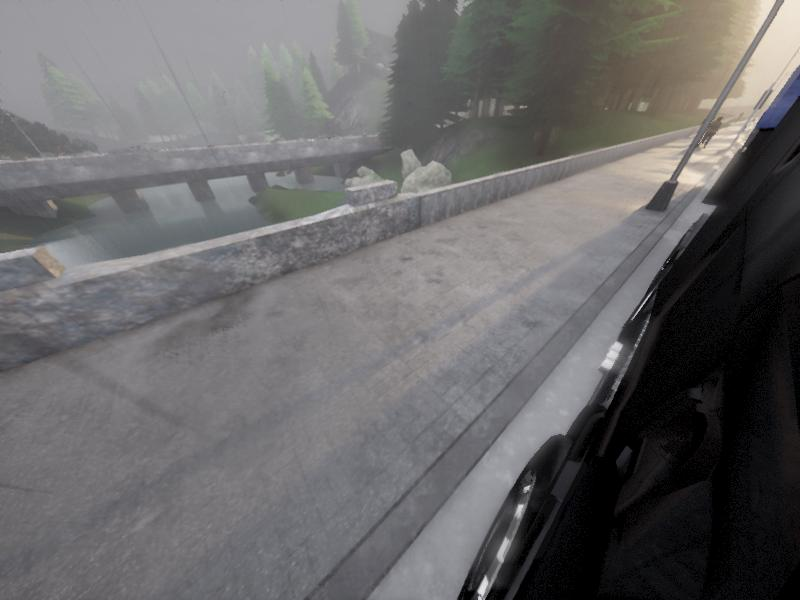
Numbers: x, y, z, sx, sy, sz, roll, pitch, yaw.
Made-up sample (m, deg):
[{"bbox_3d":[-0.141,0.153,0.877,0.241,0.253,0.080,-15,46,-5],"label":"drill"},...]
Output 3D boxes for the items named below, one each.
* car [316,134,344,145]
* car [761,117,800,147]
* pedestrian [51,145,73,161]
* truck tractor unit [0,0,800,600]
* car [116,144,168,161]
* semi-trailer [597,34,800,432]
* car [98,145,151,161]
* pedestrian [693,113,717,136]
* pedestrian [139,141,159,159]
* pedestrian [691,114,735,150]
[{"bbox_3d":[-13.754,-31.672,45.493,4.892,1.490,1.837,-27,43,-29],"label":"car"},{"bbox_3d":[28.360,-12.217,16.721,3.988,1.617,1.851,-28,44,-29],"label":"car"},{"bbox_3d":[-48.449,-21.067,33.131,0.751,1.860,0.751,-29,44,-30],"label":"pedestrian"},{"bbox_3d":[2.645,-0.295,0.351,6.516,4.208,3.053,-28,44,-30],"label":"truck tractor unit"},{"bbox_3d":[-35.422,-20.415,31.899,4.514,1.525,2.007,-27,43,-29],"label":"car"},{"bbox_3d":[8.747,-3.579,4.166,14.254,4.402,2.717,-28,43,-29],"label":"semi-trailer"},{"bbox_3d":[-39.613,-21.255,33.363,4.674,1.442,1.812,-27,43,-29],"label":"car"},{"bbox_3d":[31.919,-18.330,24.205,0.751,1.860,0.751,-30,44,-31],"label":"pedestrian"},{"bbox_3d":[-31.991,-19.095,29.424,0.751,1.860,0.751,-15,39,-16],"label":"pedestrian"},{"bbox_3d":[20.452,-10.974,15.161,0.751,1.860,0.751,15,40,22],"label":"pedestrian"}]
